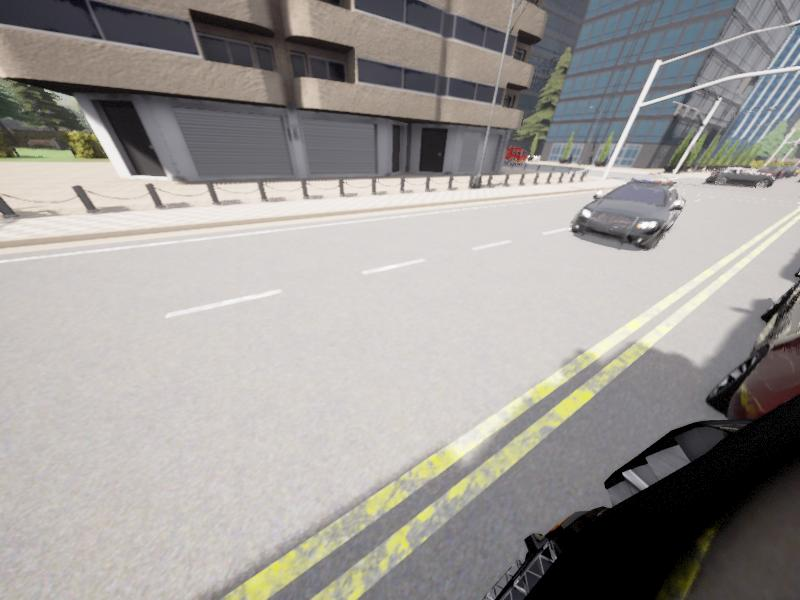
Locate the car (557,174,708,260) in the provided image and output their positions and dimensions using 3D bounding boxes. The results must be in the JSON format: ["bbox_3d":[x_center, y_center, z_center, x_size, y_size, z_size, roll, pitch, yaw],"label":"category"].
[{"bbox_3d":[7.367,-2.893,7.246,4.974,1.542,2.038,-23,41,-32],"label":"car"}]

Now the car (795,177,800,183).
[{"bbox_3d":[51.120,-15.256,28.344,3.988,1.617,1.851,-16,38,-26],"label":"car"}]

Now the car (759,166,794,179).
[{"bbox_3d":[54.158,-18.365,33.237,3.633,1.501,1.845,-16,38,-26],"label":"car"}]

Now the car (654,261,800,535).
[{"bbox_3d":[5.016,0.550,2.012,4.792,1.488,2.163,-16,38,-26],"label":"car"}]

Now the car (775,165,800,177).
[{"bbox_3d":[67.544,-22.289,39.913,5.366,1.575,1.801,-16,38,-26],"label":"car"}]

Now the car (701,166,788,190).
[{"bbox_3d":[31.387,-11.307,21.286,3.806,1.475,1.970,20,38,24],"label":"car"}]

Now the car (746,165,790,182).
[{"bbox_3d":[47.862,-16.559,30.067,4.856,1.649,2.033,-16,38,-26],"label":"car"}]

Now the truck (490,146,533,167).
[{"bbox_3d":[17.355,-22.608,36.338,2.627,2.467,5.204,-16,38,-25],"label":"truck"}]

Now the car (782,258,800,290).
[{"bbox_3d":[10.527,-0.987,4.814,4.718,1.301,1.895,-16,38,-26],"label":"car"}]
